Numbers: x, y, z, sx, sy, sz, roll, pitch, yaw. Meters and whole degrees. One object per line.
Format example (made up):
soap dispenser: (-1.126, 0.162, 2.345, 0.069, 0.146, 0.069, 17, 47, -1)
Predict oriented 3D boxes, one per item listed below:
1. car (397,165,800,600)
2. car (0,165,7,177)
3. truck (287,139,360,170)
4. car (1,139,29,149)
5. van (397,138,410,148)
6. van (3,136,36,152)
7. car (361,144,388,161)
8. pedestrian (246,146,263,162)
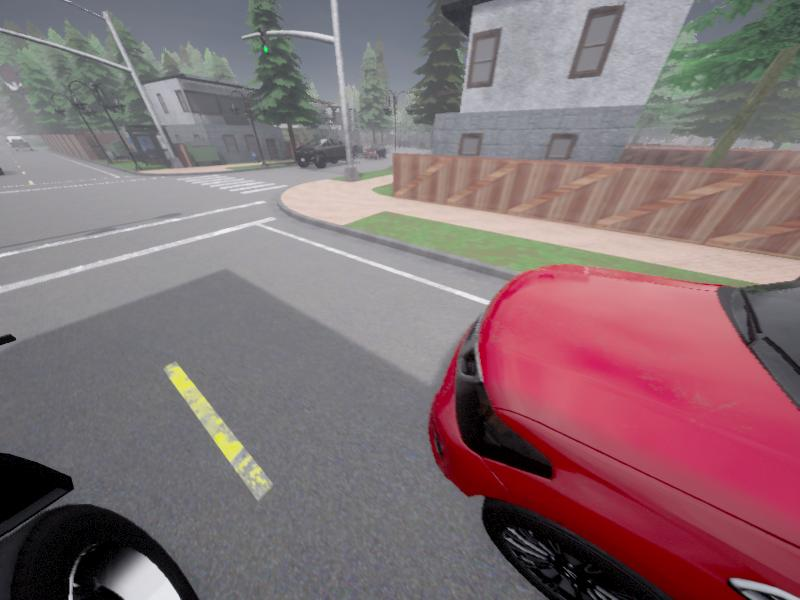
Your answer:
car: (2.882, 1.019, 0.710, 5.566, 2.045, 2.150, 22, 41, 28)
car: (-28.577, -9.069, 15.348, 4.181, 1.385, 1.994, 22, 41, 28)
truck: (-6.487, -13.275, 20.833, 2.390, 2.098, 6.274, 16, 38, 21)
car: (-79.860, -32.488, 48.001, 4.611, 1.667, 2.242, 25, 42, 30)
van: (0.817, -41.595, 61.167, 1.775, 1.987, 4.442, -12, 37, -17)
van: (-63.778, -26.158, 38.718, 4.480, 2.038, 2.069, 22, 41, 28)
car: (-2.941, -17.717, 27.654, 1.845, 1.501, 3.633, 11, 37, 15)
pedestrian: (-14.160, -14.178, 22.438, 0.751, 1.300, 0.751, 14, 37, 18)
